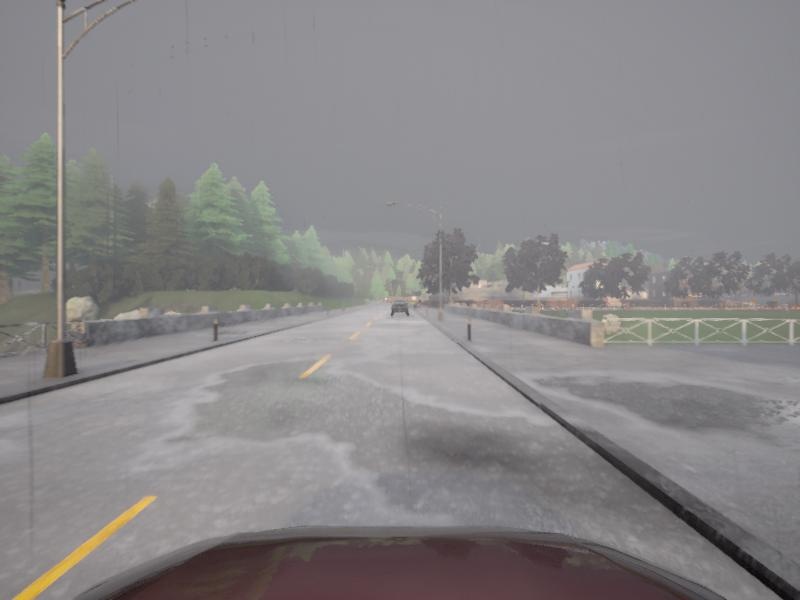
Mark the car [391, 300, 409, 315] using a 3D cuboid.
[{"bbox_3d":[-0.001,0.815,42.219,1.837,1.490,4.892,0,-1,0],"label":"car"}]
